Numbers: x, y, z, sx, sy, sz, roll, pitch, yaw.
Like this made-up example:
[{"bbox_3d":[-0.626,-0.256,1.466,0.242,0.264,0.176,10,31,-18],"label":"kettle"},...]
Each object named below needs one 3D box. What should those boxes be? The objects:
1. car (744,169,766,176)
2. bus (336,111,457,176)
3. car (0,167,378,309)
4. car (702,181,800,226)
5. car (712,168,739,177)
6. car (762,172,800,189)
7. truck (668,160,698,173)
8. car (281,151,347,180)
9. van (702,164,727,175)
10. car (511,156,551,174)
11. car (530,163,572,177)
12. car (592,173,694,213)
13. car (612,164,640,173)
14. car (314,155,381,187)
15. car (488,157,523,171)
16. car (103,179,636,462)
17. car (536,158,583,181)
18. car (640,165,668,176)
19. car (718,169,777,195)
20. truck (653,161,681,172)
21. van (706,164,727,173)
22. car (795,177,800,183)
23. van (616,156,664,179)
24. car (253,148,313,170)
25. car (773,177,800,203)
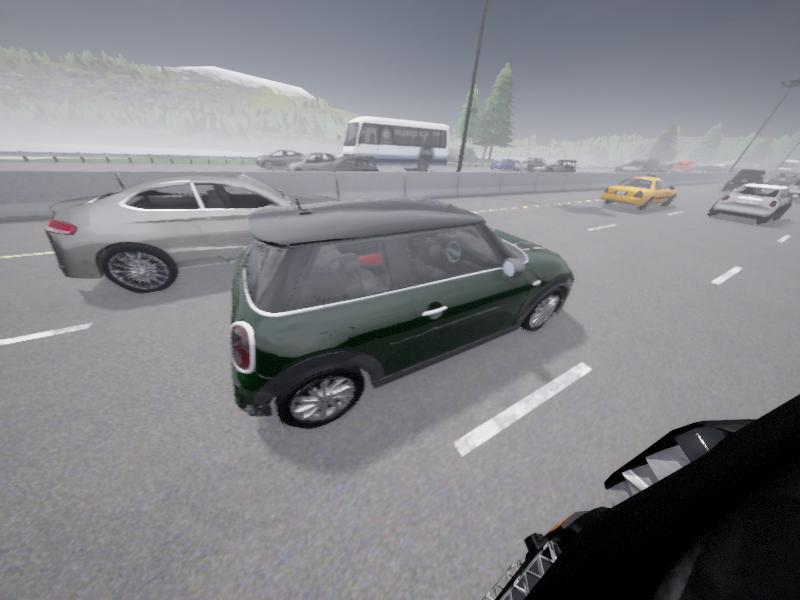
[{"bbox_3d":[92.948,-33.374,60.478,4.902,1.511,2.128,-15,37,-25],"label":"car"},{"bbox_3d":[-0.218,-14.447,21.912,10.273,4.253,3.944,-15,37,-25],"label":"bus"},{"bbox_3d":[-3.217,-1.672,4.774,5.027,1.651,2.152,-15,37,-25],"label":"car"},{"bbox_3d":[17.325,-4.794,11.262,3.806,1.475,1.970,-15,37,-25],"label":"car"},{"bbox_3d":[69.645,-27.271,49.402,4.902,1.511,2.128,-15,37,-25],"label":"car"},{"bbox_3d":[50.878,-15.858,30.468,4.611,1.667,2.242,-15,37,-25],"label":"car"},{"bbox_3d":[66.347,-31.225,54.173,5.204,2.467,2.627,-15,37,-25],"label":"truck"},{"bbox_3d":[-6.109,-9.698,16.671,3.988,1.617,1.851,-15,37,-25],"label":"car"},{"bbox_3d":[74.876,-31.025,54.950,4.480,2.038,2.069,-15,37,-25],"label":"van"},{"bbox_3d":[17.700,-18.239,31.224,4.605,1.855,1.932,-14,37,-25],"label":"car"},{"bbox_3d":[18.564,-16.030,28.484,4.718,1.301,1.895,-15,37,-25],"label":"car"},{"bbox_3d":[13.324,-5.986,12.646,5.366,1.575,1.801,-15,37,-25],"label":"car"},{"bbox_3d":[42.165,-24.409,43.017,4.718,1.301,1.895,-15,37,-25],"label":"car"},{"bbox_3d":[-3.257,-8.223,14.723,3.705,1.549,1.789,-14,37,-25],"label":"car"},{"bbox_3d":[15.263,-19.655,33.481,4.514,1.525,2.007,-15,37,-25],"label":"car"},{"bbox_3d":[0.317,-0.471,3.087,4.553,1.767,2.097,-15,37,-25],"label":"car"},{"bbox_3d":[16.613,-13.567,24.070,3.866,1.878,1.905,-15,37,-25],"label":"car"},{"bbox_3d":[45.121,-23.059,41.052,4.193,1.474,1.816,-15,37,-25],"label":"car"},{"bbox_3d":[32.860,-11.230,21.842,3.866,1.878,1.905,-15,37,-25],"label":"car"},{"bbox_3d":[67.106,-33.469,57.956,6.274,2.098,2.390,-15,37,-25],"label":"truck"},{"bbox_3d":[89.622,-37.140,65.360,4.480,2.038,2.069,-15,37,-25],"label":"van"},{"bbox_3d":[73.387,-21.743,41.173,4.856,1.649,2.033,-15,37,-25],"label":"car"},{"bbox_3d":[32.829,-18.082,31.596,5.915,2.561,1.988,-15,37,-25],"label":"van"},{"bbox_3d":[-10.667,-12.864,21.158,4.514,1.525,2.007,-15,37,-25],"label":"car"},{"bbox_3d":[32.231,-8.750,18.307,3.988,1.617,1.851,-15,37,-25],"label":"car"}]
